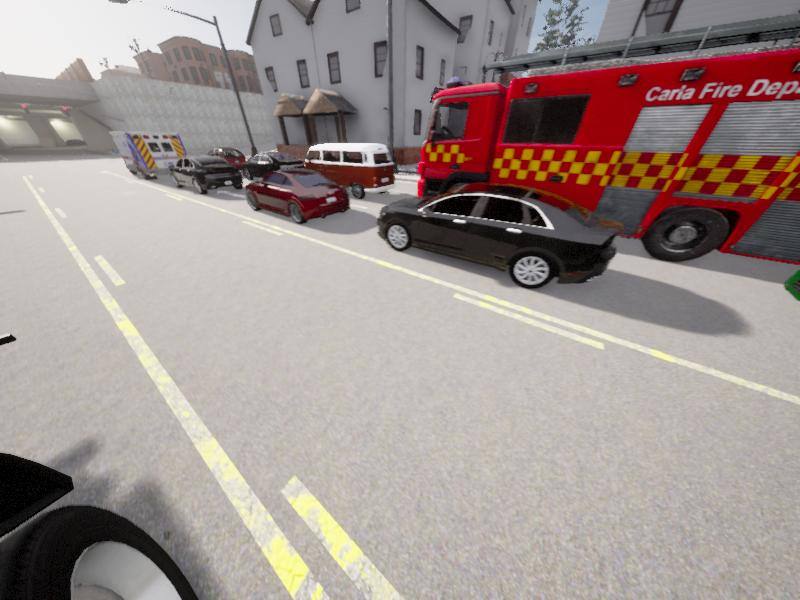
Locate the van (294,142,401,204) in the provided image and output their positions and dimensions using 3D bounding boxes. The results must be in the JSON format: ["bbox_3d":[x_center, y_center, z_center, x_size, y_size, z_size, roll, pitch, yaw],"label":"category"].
[{"bbox_3d":[-2.382,-6.055,10.715,4.480,2.038,2.069,22,41,28],"label":"van"}]

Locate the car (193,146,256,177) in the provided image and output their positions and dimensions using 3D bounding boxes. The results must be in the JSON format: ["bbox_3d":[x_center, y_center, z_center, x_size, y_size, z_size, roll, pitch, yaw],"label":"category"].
[{"bbox_3d":[-12.716,-10.098,16.745,3.988,1.617,1.851,22,41,28],"label":"car"}]

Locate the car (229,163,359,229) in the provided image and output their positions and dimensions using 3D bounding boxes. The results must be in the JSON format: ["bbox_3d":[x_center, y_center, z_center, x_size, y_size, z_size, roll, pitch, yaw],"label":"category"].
[{"bbox_3d":[-3.736,-3.856,8.167,4.181,1.385,1.994,23,41,29],"label":"car"}]

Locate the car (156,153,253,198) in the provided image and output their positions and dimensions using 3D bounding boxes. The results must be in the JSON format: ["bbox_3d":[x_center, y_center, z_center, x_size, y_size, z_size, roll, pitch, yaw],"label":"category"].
[{"bbox_3d":[-9.926,-6.447,11.685,4.892,1.490,1.837,22,41,28],"label":"car"}]

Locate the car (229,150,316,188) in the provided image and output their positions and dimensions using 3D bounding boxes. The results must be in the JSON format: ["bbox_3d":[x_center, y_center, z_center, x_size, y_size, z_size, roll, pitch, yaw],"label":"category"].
[{"bbox_3d":[-7.651,-7.985,13.870,4.902,1.511,2.128,22,41,28],"label":"car"}]

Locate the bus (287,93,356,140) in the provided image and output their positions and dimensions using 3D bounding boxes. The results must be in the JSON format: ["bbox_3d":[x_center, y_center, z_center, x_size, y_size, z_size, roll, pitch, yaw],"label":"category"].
[{"bbox_3d":[-12.834,-31.151,39.096,3.944,4.253,10.273,22,54,27],"label":"bus"}]

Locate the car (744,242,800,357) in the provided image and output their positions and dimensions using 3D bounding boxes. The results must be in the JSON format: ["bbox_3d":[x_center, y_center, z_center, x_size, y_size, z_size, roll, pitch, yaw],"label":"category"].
[{"bbox_3d":[7.715,0.524,1.456,5.566,2.045,2.150,22,41,28],"label":"car"}]

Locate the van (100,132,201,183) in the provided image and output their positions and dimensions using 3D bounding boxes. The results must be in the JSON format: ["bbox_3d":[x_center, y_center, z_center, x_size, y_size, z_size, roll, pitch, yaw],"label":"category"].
[{"bbox_3d":[-16.226,-9.404,15.020,6.366,2.431,2.351,22,41,28],"label":"van"}]

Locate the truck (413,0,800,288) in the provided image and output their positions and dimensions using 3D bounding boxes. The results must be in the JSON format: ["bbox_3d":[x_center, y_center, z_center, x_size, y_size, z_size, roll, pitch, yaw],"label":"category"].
[{"bbox_3d":[4.766,-3.873,6.129,8.468,3.827,2.891,22,41,28],"label":"truck"}]

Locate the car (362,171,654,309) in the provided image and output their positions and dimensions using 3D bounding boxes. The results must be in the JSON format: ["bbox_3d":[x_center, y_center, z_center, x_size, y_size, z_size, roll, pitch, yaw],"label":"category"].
[{"bbox_3d":[1.684,-1.710,5.057,4.892,1.490,1.837,22,41,28],"label":"car"}]
